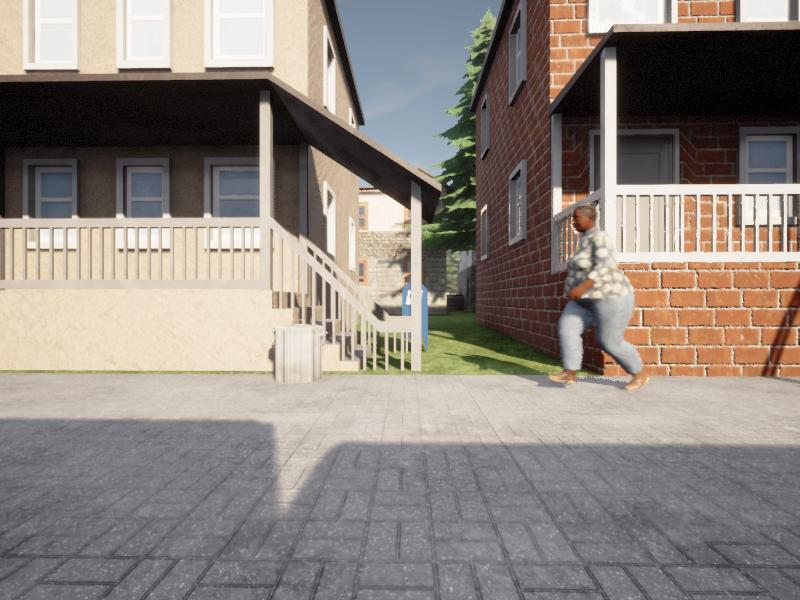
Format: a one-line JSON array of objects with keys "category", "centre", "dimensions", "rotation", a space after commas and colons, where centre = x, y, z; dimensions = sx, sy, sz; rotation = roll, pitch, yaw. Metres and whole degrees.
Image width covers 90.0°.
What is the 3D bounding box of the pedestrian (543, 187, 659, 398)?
[{"category": "pedestrian", "centre": [1.903, -0.067, 3.893], "dimensions": [0.751, 1.860, 0.751], "rotation": [0, 0, 0]}]
